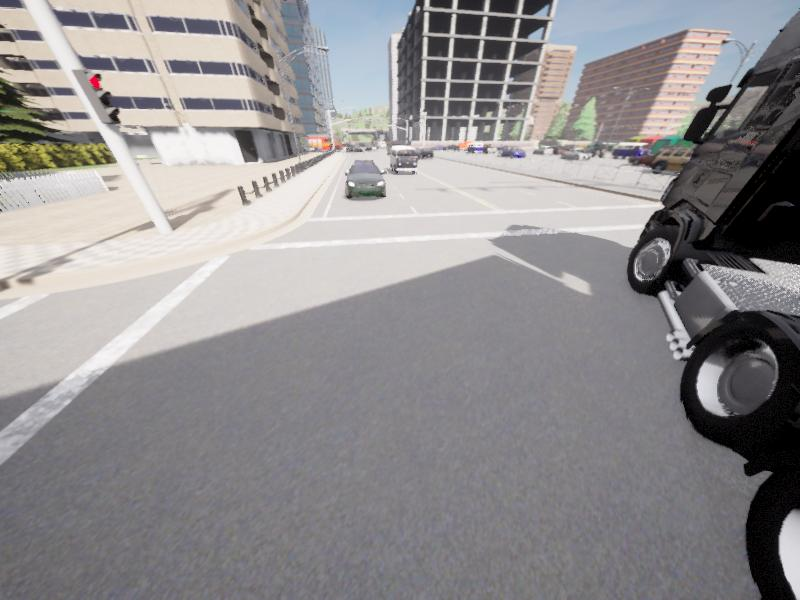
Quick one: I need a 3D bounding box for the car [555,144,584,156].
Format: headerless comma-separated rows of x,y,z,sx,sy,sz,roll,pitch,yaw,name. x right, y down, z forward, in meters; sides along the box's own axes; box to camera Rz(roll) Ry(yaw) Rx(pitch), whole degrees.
33.724,-30.083,46.146,1.932,1.855,4.605,-5,35,-7,car

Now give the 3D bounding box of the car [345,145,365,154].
-10.725,-36.042,55.268,5.238,1.638,1.930,29,43,35,car

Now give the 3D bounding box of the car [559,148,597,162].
24.852,-20.444,32.481,1.970,1.475,3.806,-5,35,-7,car

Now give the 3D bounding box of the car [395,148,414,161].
0.588,-23.043,36.457,2.163,1.488,4.792,-5,35,-8,car

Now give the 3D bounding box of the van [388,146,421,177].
0.245,-11.971,19.780,2.069,2.038,4.480,-5,35,-8,van

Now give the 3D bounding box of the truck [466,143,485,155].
15.962,-32.219,49.085,2.069,2.038,4.478,-5,35,-7,truck

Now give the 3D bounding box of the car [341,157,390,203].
-1.843,-6.544,12.301,2.038,1.542,4.974,-5,35,-7,car

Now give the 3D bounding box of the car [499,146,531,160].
18.300,-23.606,36.969,2.242,1.667,4.611,-5,35,-7,car

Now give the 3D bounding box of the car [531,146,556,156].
28.220,-29.371,45.530,1.970,1.475,3.806,-5,35,-7,car

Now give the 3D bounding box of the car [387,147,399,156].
-1.523,-30.467,47.338,1.812,1.442,4.674,-5,35,-7,car

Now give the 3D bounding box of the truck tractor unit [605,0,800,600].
4.458,-0.682,1.347,3.053,4.208,6.516,20,39,26,truck tractor unit

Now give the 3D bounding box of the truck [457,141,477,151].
20.653,-47.517,71.264,5.204,2.467,2.627,-5,35,-8,truck

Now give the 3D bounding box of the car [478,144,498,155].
18.811,-32.431,49.565,1.932,1.855,4.605,-5,35,-7,car

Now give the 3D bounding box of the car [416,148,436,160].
4.016,-23.481,37.050,1.882,1.535,5.008,-5,35,-8,car

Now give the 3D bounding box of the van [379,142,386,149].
-7.355,-64.029,95.499,2.351,2.431,6.366,-5,35,-8,van

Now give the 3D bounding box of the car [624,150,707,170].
26.565,-14.297,23.488,2.033,1.415,5.357,-5,35,-7,car

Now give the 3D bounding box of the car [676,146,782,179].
24.876,-10.659,17.759,1.905,1.878,3.866,-5,35,-7,car

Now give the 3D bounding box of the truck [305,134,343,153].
-19.219,-40.236,59.386,8.468,3.827,2.891,-6,35,-8,truck

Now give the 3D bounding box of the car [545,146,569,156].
31.081,-29.648,45.881,1.784,1.438,3.905,-5,35,-7,car

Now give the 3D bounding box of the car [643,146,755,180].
22.008,-10.441,17.432,1.932,1.855,4.605,-5,35,-7,car

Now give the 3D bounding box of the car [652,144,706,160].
41.534,-22.160,34.575,1.932,1.855,4.605,-5,35,-7,car

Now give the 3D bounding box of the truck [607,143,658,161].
33.423,-21.493,33.426,2.069,2.038,4.478,-5,35,-7,truck
